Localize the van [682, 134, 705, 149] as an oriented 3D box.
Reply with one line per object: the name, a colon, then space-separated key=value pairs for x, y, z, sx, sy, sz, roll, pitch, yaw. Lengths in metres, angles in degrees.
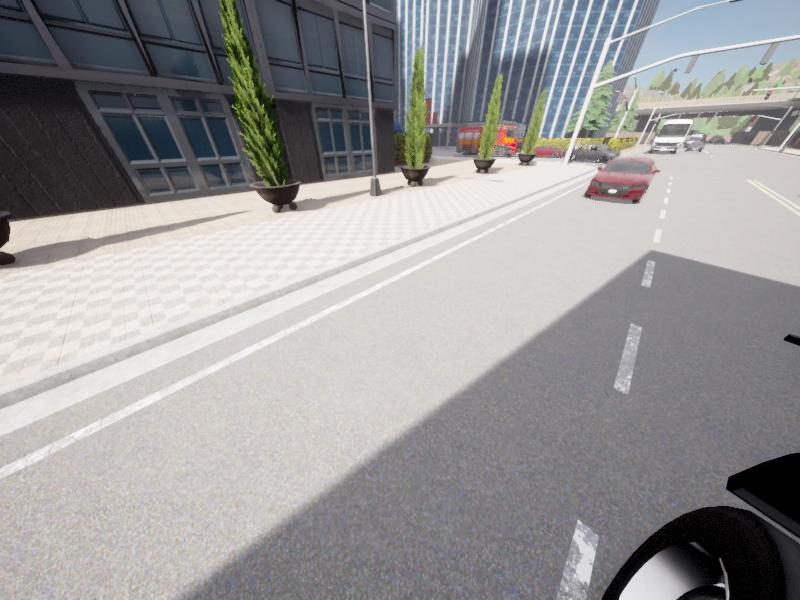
van: x=64.559 y=-34.911 z=50.815 sx=5.915 sy=2.561 sz=1.988 roll=-29 pitch=44 yaw=-34

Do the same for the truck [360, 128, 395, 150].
truck: x=-5.270 y=-36.849 z=52.939 sx=8.468 sy=3.827 sz=2.891 roll=29 pitch=45 yaw=35

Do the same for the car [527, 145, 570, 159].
car: x=19.220 y=-19.355 z=30.066 sx=4.181 sy=1.385 sz=1.994 roll=28 pitch=44 yaw=34

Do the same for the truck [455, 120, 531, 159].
truck: x=12.017 y=-21.491 z=31.019 sx=8.468 sy=3.827 sz=2.891 roll=29 pitch=45 yaw=35

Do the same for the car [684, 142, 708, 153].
car: x=48.646 y=-25.145 z=38.013 sx=1.812 sy=1.442 sz=4.674 roll=29 pitch=45 yaw=35

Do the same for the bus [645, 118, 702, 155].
bus: x=43.224 y=-25.899 z=36.684 sx=3.944 sy=4.253 sz=10.273 roll=30 pitch=45 yaw=35

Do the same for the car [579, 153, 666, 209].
car: x=10.056 y=-5.514 z=10.337 sx=1.882 sy=1.535 sz=5.008 roll=29 pitch=45 yaw=35

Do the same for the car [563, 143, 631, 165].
car: x=20.106 y=-15.174 z=23.864 sx=2.242 sy=1.667 sz=4.611 roll=-17 pitch=38 yaw=-23

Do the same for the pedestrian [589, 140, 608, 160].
pedestrian: x=22.409 y=-16.908 z=26.101 sx=0.751 sy=1.860 sz=0.751 roll=10 pitch=37 yaw=15

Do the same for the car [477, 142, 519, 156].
car: x=14.244 y=-22.178 z=33.872 sx=5.238 sy=1.638 sz=1.930 roll=29 pitch=45 yaw=35

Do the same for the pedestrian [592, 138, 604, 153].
pedestrian: x=30.201 y=-23.606 z=35.289 sx=0.751 sy=1.860 sz=0.751 roll=20 pitch=40 yaw=27
